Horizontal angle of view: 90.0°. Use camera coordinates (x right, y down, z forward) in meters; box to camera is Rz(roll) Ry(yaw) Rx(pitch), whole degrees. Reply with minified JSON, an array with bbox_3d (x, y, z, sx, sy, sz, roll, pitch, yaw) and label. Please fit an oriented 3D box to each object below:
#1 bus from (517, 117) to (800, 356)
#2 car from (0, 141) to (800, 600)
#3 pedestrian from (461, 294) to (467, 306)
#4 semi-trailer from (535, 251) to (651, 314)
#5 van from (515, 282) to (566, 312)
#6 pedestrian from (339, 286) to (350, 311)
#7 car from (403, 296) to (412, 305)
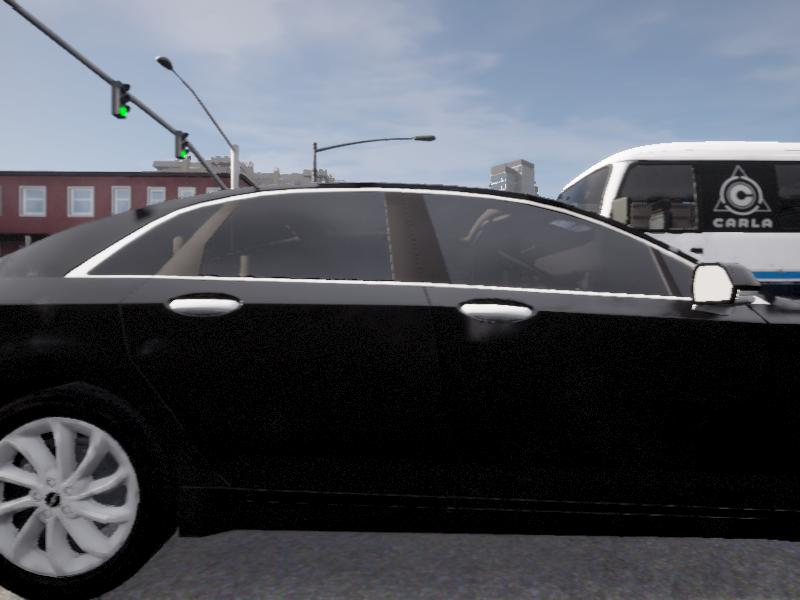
[{"bbox_3d":[8.364,-1.127,9.077,10.273,4.253,3.944,0,0,0],"label":"bus"},{"bbox_3d":[0.269,0.243,2.202,4.892,1.490,1.837,0,0,0],"label":"car"},{"bbox_3d":[9.699,0.045,60.561,0.751,1.860,0.751,0,0,2],"label":"pedestrian"},{"bbox_3d":[16.061,-1.205,35.386,2.717,4.402,14.254,0,0,-3],"label":"semi-trailer"},{"bbox_3d":[12.258,-0.212,35.510,2.351,2.431,6.366,0,0,0],"label":"van"},{"bbox_3d":[-4.272,-0.120,30.896,0.751,1.860,0.751,0,0,-1],"label":"pedestrian"},{"bbox_3d":[1.743,0.053,89.109,1.932,1.855,4.605,0,0,0],"label":"car"}]
